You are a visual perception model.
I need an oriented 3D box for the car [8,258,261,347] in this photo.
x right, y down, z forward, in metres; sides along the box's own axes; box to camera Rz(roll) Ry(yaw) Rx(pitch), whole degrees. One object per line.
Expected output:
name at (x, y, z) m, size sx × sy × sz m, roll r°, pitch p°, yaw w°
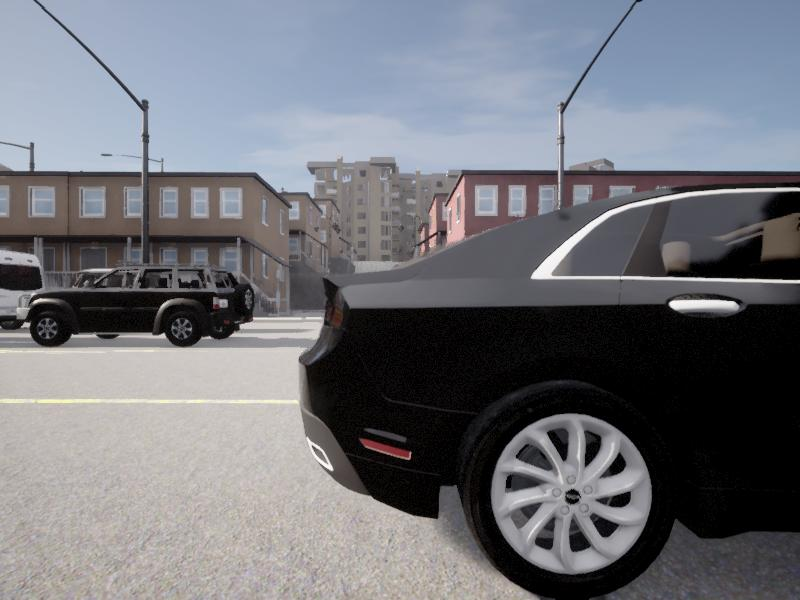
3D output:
car at (-5.869, 0.052, 9.285) m, size 4.605 × 1.855 × 1.932 m, roll 0°, pitch 0°, yaw 1°

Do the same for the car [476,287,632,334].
car at (4.671, 0.307, 12.662) m, size 4.181 × 1.385 × 1.994 m, roll 0°, pitch 0°, yaw 1°

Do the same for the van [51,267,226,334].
van at (-8.192, -0.005, 12.806) m, size 4.442 × 1.987 × 1.775 m, roll 0°, pitch 0°, yaw 1°

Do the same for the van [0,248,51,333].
van at (-15.030, -0.278, 12.886) m, size 5.915 × 2.561 × 1.988 m, roll 0°, pitch 0°, yaw 1°

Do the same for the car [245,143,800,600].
car at (1.953, 0.244, 2.190) m, size 4.892 × 1.490 × 1.837 m, roll 0°, pitch 0°, yaw 1°

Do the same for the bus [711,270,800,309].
bus at (44.217, -1.134, 49.195) m, size 3.944 × 4.253 × 10.273 m, roll 0°, pitch 0°, yaw 1°
